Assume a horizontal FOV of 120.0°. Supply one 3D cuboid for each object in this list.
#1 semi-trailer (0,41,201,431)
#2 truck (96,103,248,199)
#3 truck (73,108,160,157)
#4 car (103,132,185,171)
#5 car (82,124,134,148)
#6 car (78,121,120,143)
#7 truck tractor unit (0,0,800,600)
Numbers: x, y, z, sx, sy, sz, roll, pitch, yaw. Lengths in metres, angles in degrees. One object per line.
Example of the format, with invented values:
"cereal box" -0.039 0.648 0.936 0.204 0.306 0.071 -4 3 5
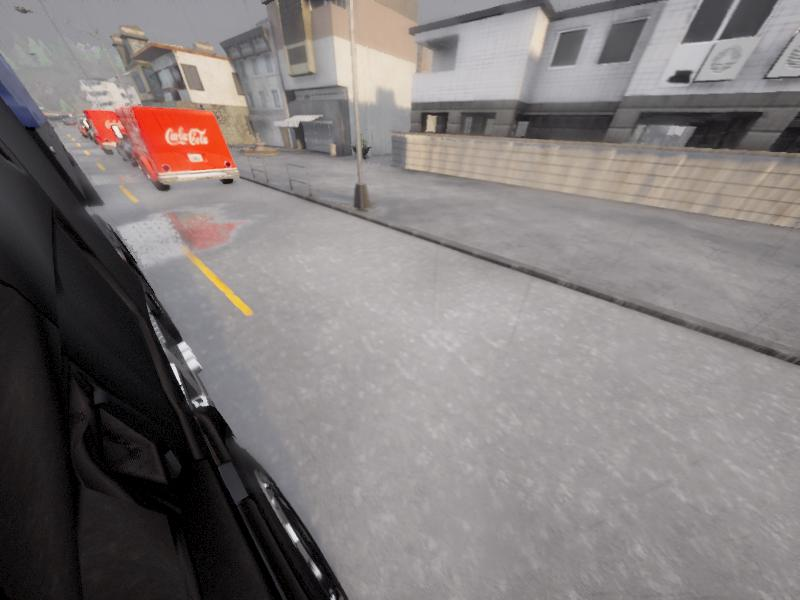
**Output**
"semi-trailer" -8.703 -3.579 4.255 14.254 4.402 2.717 28 43 30
"truck" -8.994 -6.037 9.198 5.204 2.467 2.627 28 43 30
"truck" -20.302 -12.023 16.586 5.204 2.467 2.627 28 43 30
"car" -14.786 -8.661 13.292 5.357 1.411 2.033 28 43 30
"car" -26.219 -14.766 20.724 4.974 1.542 2.038 28 43 30
"car" -31.382 -17.530 24.076 3.988 1.617 1.851 28 43 30
"truck tractor unit" -2.645 -0.295 0.351 6.516 4.208 3.053 28 44 30
